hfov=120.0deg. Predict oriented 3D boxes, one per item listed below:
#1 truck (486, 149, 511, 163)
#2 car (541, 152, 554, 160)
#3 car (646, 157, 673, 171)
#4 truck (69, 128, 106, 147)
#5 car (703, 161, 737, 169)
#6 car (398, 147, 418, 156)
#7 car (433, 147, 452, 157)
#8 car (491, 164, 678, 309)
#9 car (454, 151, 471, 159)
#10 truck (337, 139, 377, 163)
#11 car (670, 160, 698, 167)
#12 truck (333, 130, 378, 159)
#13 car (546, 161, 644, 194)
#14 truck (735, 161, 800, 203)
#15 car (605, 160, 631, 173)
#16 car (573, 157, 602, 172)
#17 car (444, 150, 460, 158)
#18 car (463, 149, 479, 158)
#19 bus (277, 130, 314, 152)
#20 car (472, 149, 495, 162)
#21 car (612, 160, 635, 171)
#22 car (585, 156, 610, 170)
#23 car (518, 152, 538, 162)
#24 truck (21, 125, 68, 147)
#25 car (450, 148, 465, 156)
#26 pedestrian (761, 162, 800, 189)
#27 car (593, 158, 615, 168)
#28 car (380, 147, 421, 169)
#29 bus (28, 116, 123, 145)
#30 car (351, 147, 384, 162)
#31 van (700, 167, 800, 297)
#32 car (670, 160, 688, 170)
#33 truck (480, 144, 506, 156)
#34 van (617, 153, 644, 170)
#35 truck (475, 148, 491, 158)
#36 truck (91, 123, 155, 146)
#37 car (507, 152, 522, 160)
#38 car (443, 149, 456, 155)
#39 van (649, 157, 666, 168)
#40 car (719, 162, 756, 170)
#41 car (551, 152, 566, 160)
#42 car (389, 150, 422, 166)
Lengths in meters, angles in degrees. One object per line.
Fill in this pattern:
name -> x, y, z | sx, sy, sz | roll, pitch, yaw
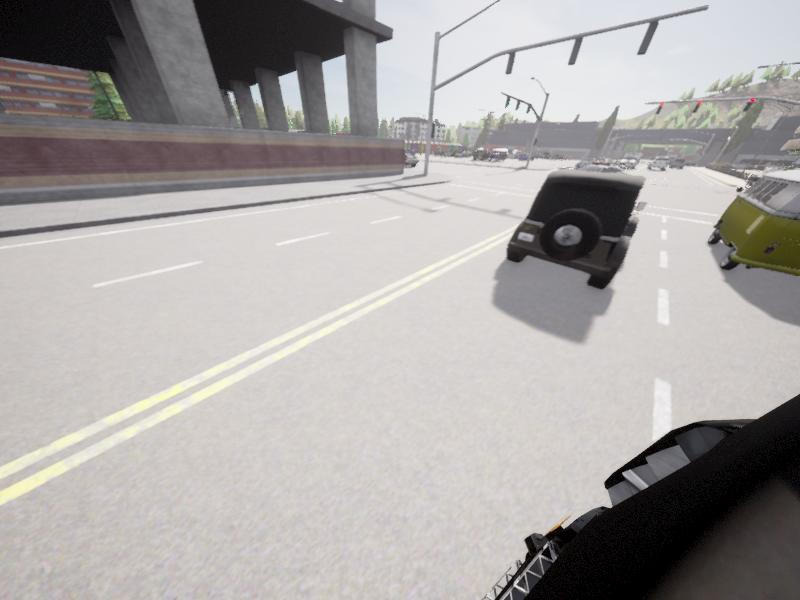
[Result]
truck -> 18.003, -26.389, 42.228 | 2.069, 2.038, 4.478 | 30, 43, 35
car -> 43.197, -42.185, 67.554 | 1.905, 1.878, 3.866 | 30, 43, 35
car -> 46.969, -24.782, 41.938 | 2.150, 2.045, 5.566 | 26, 40, 31
truck -> -51.250, -26.758, 38.072 | 5.204, 2.467, 2.615 | 30, 43, 35
car -> 86.300, -36.512, 62.369 | 5.008, 1.535, 1.882 | 30, 42, 34
car -> 1.951, -35.424, 55.181 | 2.242, 1.667, 4.611 | 30, 43, 35
car -> 10.328, -35.676, 55.776 | 1.932, 1.855, 4.605 | 30, 43, 35
car -> 4.001, -1.758, 5.032 | 1.905, 1.878, 3.866 | 30, 42, 34
car -> 14.330, -33.201, 52.769 | 1.970, 1.475, 3.806 | 30, 43, 35
truck -> -5.770, -19.972, 30.981 | 5.204, 2.467, 2.627 | 30, 42, 34
car -> 78.823, -37.945, 64.245 | 4.718, 1.301, 1.895 | 29, 42, 34
truck -> -7.837, -27.159, 40.356 | 8.468, 3.827, 2.891 | 30, 42, 34
car -> 12.772, -8.147, 15.289 | 5.238, 1.638, 1.930 | -9, 35, -15
truck -> 26.440, -7.093, 14.138 | 6.274, 2.098, 2.390 | 29, 42, 34
car -> 31.223, -19.123, 33.023 | 1.970, 1.475, 3.806 | 30, 42, 35
car -> 27.629, -20.026, 34.012 | 2.033, 1.649, 4.856 | 30, 42, 35
car -> 12.268, -34.418, 54.398 | 1.784, 1.438, 3.905 | 30, 43, 35
car -> 18.357, -37.866, 59.552 | 1.905, 1.878, 3.866 | 30, 43, 35
bus -> -26.889, -40.797, 59.127 | 10.273, 4.253, 3.944 | 30, 42, 34
car -> 15.888, -27.474, 43.884 | 1.932, 1.855, 4.605 | 30, 43, 35
car -> 36.240, -21.797, 37.424 | 1.994, 1.385, 4.181 | 30, 42, 35
car -> 33.097, -23.056, 38.724 | 2.097, 1.767, 4.553 | 30, 42, 35
car -> 28.524, -31.843, 51.502 | 2.242, 1.667, 4.611 | 30, 43, 35
truck -> -54.267, -25.132, 35.457 | 5.204, 2.467, 2.615 | 30, 43, 35
car -> 16.925, -43.630, 68.059 | 1.932, 1.855, 4.605 | 30, 43, 35
pedestrian -> 31.385, -10.201, 18.992 | 0.751, 1.860, 0.751 | 5, 34, 4
car -> 38.429, -25.817, 43.460 | 2.163, 1.488, 4.792 | 30, 42, 35
car -> -0.040, -16.457, 26.632 | 4.605, 1.855, 1.932 | 30, 42, 34
bus -> -65.745, -34.580, 47.515 | 3.944, 4.253, 10.273 | 30, 43, 35
car -> -4.868, -21.820, 34.540 | 5.238, 1.638, 1.930 | 30, 42, 34
van -> 9.149, -1.797, 5.327 | 1.775, 1.987, 4.442 | 30, 42, 34
car -> 58.638, -28.429, 48.546 | 1.845, 1.501, 3.633 | 30, 42, 35
truck -> 36.189, -58.572, 90.088 | 2.891, 3.827, 8.468 | -27, 44, -36
van -> 42.372, -25.548, 42.457 | 2.351, 2.431, 6.366 | 30, 42, 35
truck -> 22.824, -40.353, 63.369 | 2.069, 2.038, 4.478 | 30, 43, 35
truck -> -63.645, -38.212, 53.452 | 2.891, 3.827, 8.468 | 30, 43, 35
car -> 29.021, -36.519, 58.641 | 1.970, 1.475, 3.806 | 30, 43, 35
car -> 14.898, -44.669, 69.862 | 1.784, 1.438, 3.905 | 30, 43, 35
van -> 58.734, -31.442, 52.670 | 1.775, 1.987, 4.442 | 30, 42, 35
car -> 85.687, -34.165, 58.779 | 4.974, 1.542, 2.038 | 30, 42, 34
car -> 45.221, -40.978, 65.874 | 1.932, 1.855, 4.605 | 30, 43, 35
car -> 0.653, -18.609, 30.245 | 4.193, 1.474, 1.816 | 30, 42, 34
